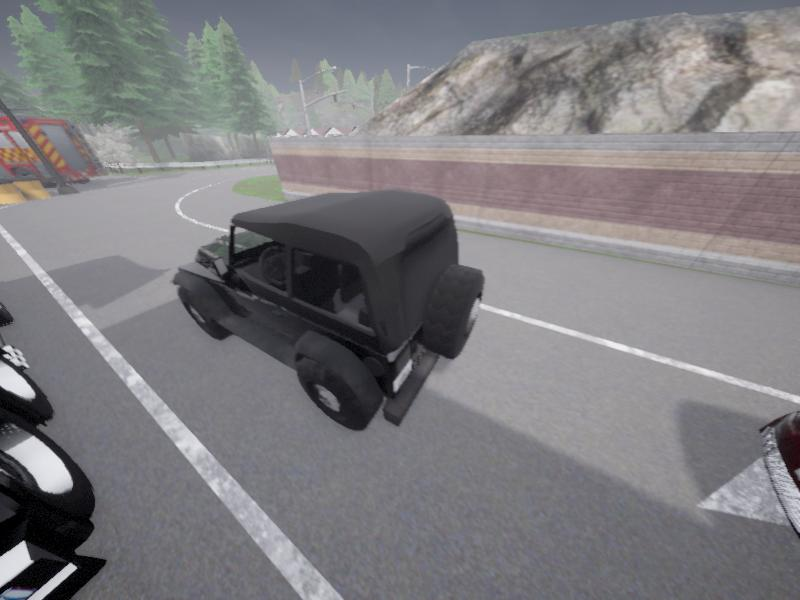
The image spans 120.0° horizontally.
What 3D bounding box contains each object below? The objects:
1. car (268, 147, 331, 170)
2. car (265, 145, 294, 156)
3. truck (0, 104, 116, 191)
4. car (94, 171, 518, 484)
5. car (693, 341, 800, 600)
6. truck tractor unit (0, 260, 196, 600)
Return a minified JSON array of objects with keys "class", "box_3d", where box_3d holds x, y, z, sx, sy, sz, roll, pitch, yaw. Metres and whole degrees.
[{"class":"car","box_3d":[-9.031,-13.128,21.299,2.038,1.542,4.974,18,39,25]},{"class":"car","box_3d":[-21.816,-27.101,41.853,5.008,1.535,1.882,19,39,25]},{"class":"truck","box_3d":[-23.574,-8.565,13.197,8.468,3.827,2.891,-5,36,-6]},{"class":"car","box_3d":[-1.049,-0.312,2.814,3.866,1.878,1.905,18,39,25]},{"class":"car","box_3d":[4.028,1.517,0.431,3.705,1.549,1.789,19,39,25]},{"class":"truck tractor unit","box_3d":[-5.105,-0.306,0.794,6.516,4.208,3.053,19,39,25]}]
